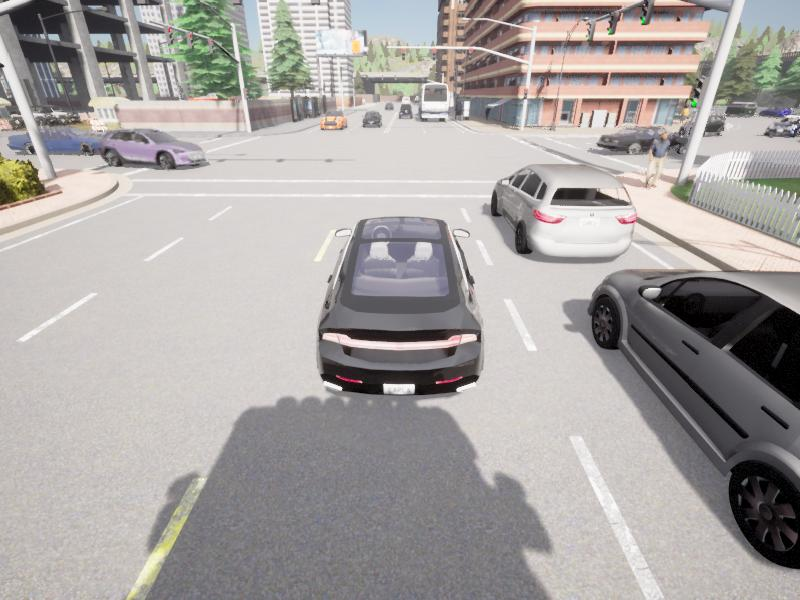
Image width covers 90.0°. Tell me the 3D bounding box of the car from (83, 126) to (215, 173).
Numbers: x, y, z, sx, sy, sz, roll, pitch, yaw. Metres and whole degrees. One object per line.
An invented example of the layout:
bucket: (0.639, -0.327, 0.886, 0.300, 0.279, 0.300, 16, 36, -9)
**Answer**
car: (-11.378, -6.963, 18.331, 4.856, 1.649, 2.033, 8, 27, 13)

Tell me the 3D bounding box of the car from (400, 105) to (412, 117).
car: (0.933, -29.953, 63.302, 1.801, 1.575, 5.366, 0, 27, 1)

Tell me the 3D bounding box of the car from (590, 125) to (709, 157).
car: (13.869, -8.956, 22.426, 5.357, 1.411, 2.033, -4, 27, -7)

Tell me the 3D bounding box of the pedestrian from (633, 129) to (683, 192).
pedestrian: (8.459, -4.606, 13.176, 0.751, 1.860, 0.751, 5, 28, 10)

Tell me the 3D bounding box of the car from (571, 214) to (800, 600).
car: (3.497, 0.483, 3.924, 1.851, 1.617, 3.988, 0, 27, 1)

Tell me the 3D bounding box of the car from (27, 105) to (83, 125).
car: (-36.817, -19.823, 42.769, 3.866, 1.878, 1.905, 0, 27, 1)

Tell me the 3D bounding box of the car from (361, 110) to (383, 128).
car: (-2.899, -19.099, 42.206, 1.837, 1.490, 4.892, 0, 27, 1)

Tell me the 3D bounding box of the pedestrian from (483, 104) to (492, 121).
pedestrian: (10.556, -22.661, 48.358, 0.751, 1.860, 0.751, 1, 27, 2)

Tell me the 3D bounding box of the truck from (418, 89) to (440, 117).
truck: (4.448, -31.283, 63.386, 2.891, 3.827, 8.468, 0, 27, 1)

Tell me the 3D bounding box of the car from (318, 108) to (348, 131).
car: (-6.451, -17.661, 39.075, 2.097, 1.767, 4.553, 0, 27, 1)

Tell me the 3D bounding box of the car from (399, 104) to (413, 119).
car: (0.822, -26.462, 56.116, 1.905, 1.878, 3.866, 0, 27, 1)

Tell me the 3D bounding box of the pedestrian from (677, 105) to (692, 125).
pedestrian: (29.255, -18.995, 41.092, 0.751, 1.860, 0.751, 14, 30, 26)

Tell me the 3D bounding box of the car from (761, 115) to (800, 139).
car: (30.409, -13.548, 31.284, 3.806, 1.475, 1.970, -18, 32, -31)

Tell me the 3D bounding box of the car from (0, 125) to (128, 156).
car: (-18.694, -8.923, 22.366, 5.357, 1.411, 2.033, 0, 27, 0)

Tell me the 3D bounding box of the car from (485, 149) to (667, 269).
car: (3.608, -2.399, 9.471, 2.242, 1.667, 4.611, 1, 27, 1)

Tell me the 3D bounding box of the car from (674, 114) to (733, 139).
car: (23.891, -13.721, 31.539, 3.705, 1.549, 1.789, -13, 30, -23)

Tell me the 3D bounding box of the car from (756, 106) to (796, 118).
car: (54.857, -27.496, 58.453, 1.816, 1.474, 4.193, 1, 27, 1)

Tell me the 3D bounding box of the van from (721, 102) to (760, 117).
van: (51.407, -28.822, 60.485, 1.775, 1.987, 4.442, 1, 27, 1)

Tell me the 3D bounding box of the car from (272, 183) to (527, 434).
car: (0.025, -0.455, 5.857, 2.128, 1.511, 4.902, 0, 27, 1)

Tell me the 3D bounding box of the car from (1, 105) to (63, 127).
car: (-36.854, -18.480, 40.152, 3.866, 1.878, 1.905, 0, 27, 1)

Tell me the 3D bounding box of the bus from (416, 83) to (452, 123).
bus: (4.143, -25.665, 51.983, 3.944, 4.253, 10.273, 0, 27, 1)
